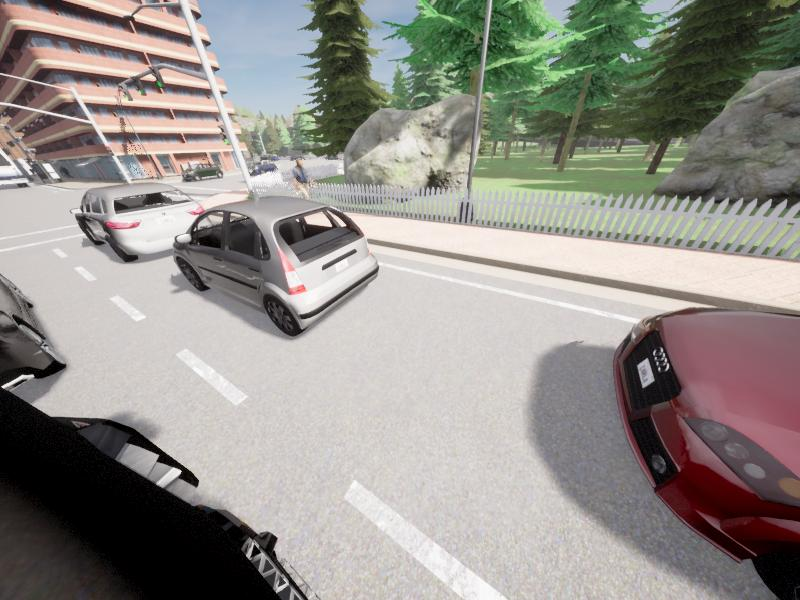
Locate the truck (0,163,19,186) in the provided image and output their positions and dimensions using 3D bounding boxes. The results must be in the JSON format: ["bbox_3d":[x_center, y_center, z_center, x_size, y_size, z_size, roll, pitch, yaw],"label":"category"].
[{"bbox_3d":[-60.299,-18.899,33.630,8.468,3.827,2.891,16,38,27],"label":"truck"}]

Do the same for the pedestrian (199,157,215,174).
[{"bbox_3d":[-25.730,-17.889,30.789,0.751,1.860,0.751,9,36,18],"label":"pedestrian"}]

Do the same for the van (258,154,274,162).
[{"bbox_3d":[-40.265,-42.601,69.343,4.442,1.987,1.775,17,38,27],"label":"van"}]

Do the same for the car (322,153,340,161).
[{"bbox_3d":[-17.059,-35.199,56.929,2.033,1.411,5.357,-23,39,-28],"label":"car"}]

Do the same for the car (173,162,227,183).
[{"bbox_3d":[-21.157,-13.658,24.659,1.789,1.549,3.705,9,35,17],"label":"car"}]

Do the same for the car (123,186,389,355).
[{"bbox_3d":[-2.423,-0.928,4.082,3.988,1.617,1.851,16,38,27],"label":"car"}]

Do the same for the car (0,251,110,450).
[{"bbox_3d":[-6.015,0.308,2.585,4.902,1.511,2.128,16,38,27],"label":"car"}]

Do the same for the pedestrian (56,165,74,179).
[{"bbox_3d":[-52.297,-19.957,36.066,0.751,1.860,0.751,15,38,25],"label":"pedestrian"}]

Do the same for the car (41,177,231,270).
[{"bbox_3d":[-7.776,-2.547,6.877,4.611,1.667,2.242,17,38,27],"label":"car"}]

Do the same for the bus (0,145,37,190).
[{"bbox_3d":[-49.466,-15.796,27.738,10.273,4.253,3.944,16,38,27],"label":"bus"}]

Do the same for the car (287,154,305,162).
[{"bbox_3d":[-28.398,-38.688,62.965,4.892,1.490,1.837,20,40,31],"label":"car"}]

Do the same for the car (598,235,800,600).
[{"bbox_3d":[3.739,0.999,0.916,4.181,1.385,1.994,18,39,28],"label":"car"}]

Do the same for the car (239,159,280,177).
[{"bbox_3d":[-16.471,-15.682,27.413,1.970,1.475,3.806,4,34,10],"label":"car"}]

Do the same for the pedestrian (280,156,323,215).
[{"bbox_3d":[-3.615,-4.244,8.621,0.751,1.860,0.751,16,38,26],"label":"pedestrian"}]

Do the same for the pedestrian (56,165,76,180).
[{"bbox_3d":[-50.615,-19.352,35.025,0.751,1.860,0.751,8,35,17],"label":"pedestrian"}]
